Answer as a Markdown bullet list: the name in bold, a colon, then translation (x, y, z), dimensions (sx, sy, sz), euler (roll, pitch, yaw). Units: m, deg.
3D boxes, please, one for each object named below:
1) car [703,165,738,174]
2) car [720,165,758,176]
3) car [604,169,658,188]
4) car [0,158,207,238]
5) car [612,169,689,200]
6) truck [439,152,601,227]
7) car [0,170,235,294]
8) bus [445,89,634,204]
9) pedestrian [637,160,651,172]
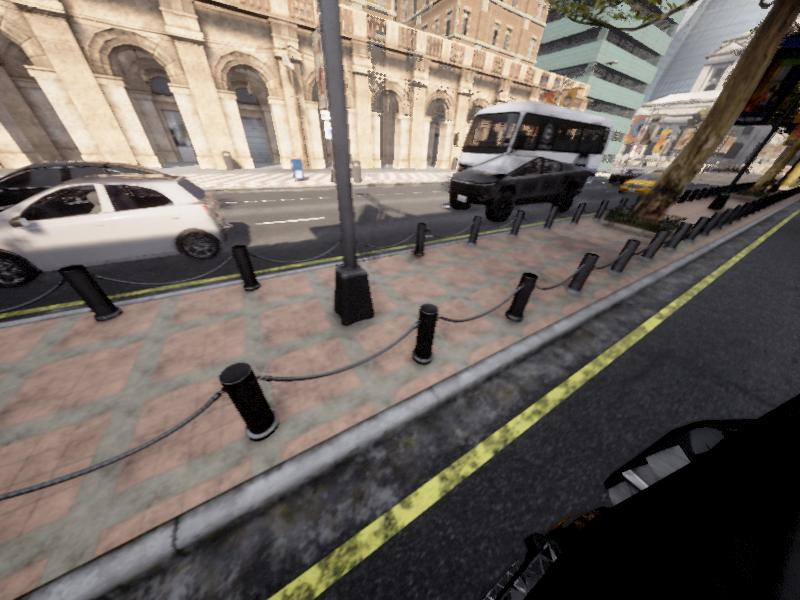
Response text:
- **car**: translation (81.435, -33.197, 58.749), dimensions (2.163, 1.488, 4.792), euler (-16, 38, -26)
- **car**: translation (80.115, -30.809, 54.701), dimensions (1.932, 1.855, 4.605), euler (-16, 38, -26)
- **car**: translation (21.785, -11.534, 21.772), dimensions (4.718, 1.301, 1.895), euler (-16, 38, -26)
- **car**: translation (-8.597, -2.860, 6.221), dimensions (4.892, 1.490, 1.837), euler (-16, 38, -26)
- **car**: translation (17.532, -8.180, 16.148), dimensions (5.366, 1.575, 1.801), euler (-16, 38, -26)
- **truck**: translation (4.960, -4.769, 9.586), dimensions (6.274, 2.098, 2.390), euler (-16, 38, -26)
- **car**: translation (-5.552, -1.508, 4.389), dimensions (3.633, 1.501, 1.845), euler (-16, 38, -26)
- **bus**: translation (8.286, -8.764, 13.901), dimensions (10.273, 4.253, 3.944), euler (-16, 38, -26)
- **pedestrian**: translation (44.015, -24.226, 41.721), dimensions (0.751, 1.860, 0.751), euler (-13, 37, -22)
